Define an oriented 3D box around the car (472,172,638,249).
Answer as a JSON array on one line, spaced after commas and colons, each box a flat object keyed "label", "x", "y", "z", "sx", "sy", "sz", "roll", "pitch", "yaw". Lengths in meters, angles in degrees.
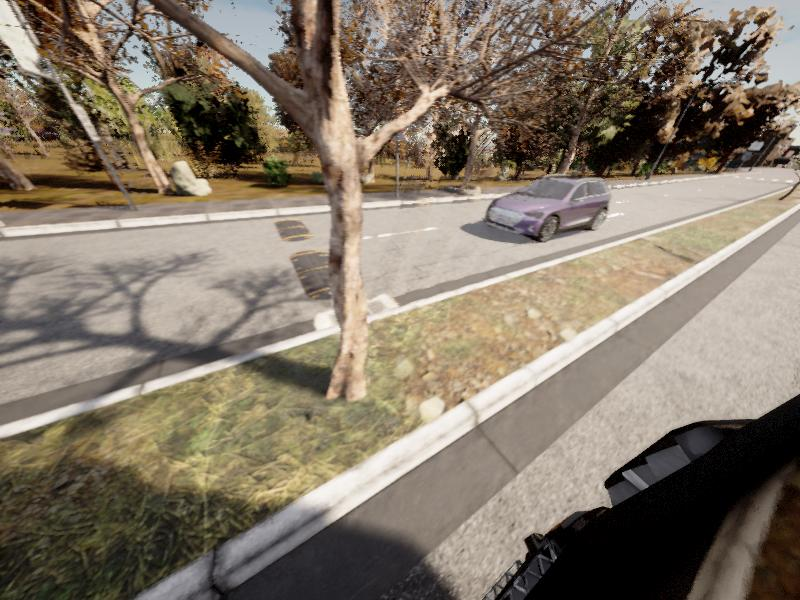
[{"label": "car", "x": 5.057, "y": -3.164, "z": 7.583, "sx": 4.856, "sy": 1.649, "sz": 2.033, "roll": -16, "pitch": 38, "yaw": -26}]
